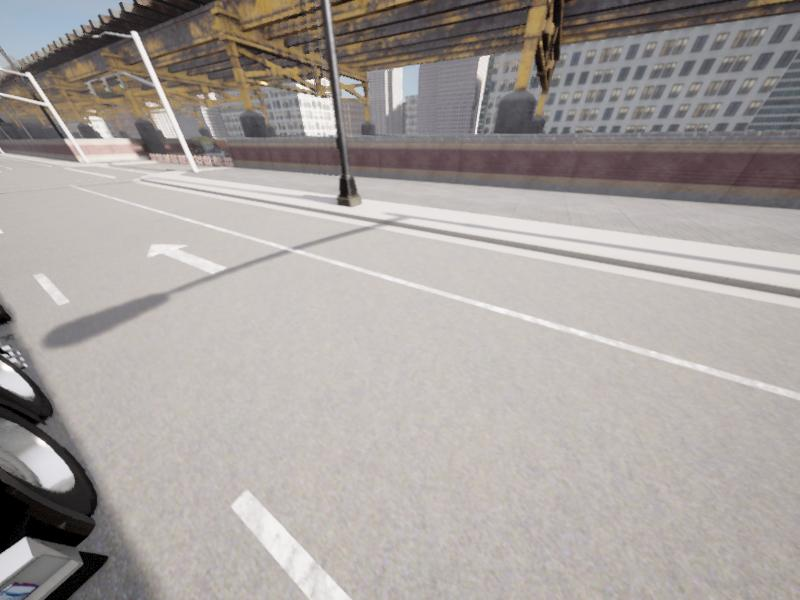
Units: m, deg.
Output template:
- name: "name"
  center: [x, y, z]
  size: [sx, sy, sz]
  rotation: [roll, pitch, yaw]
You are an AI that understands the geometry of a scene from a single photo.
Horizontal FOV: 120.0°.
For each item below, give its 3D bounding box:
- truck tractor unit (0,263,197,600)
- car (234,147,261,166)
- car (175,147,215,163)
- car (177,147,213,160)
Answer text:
- name: "truck tractor unit"
  center: [-5.113, -0.298, 0.782]
  size: [6.516, 4.208, 3.053]
  rotation: [18, 39, 24]
- name: "car"
  center: [-17.730, -16.722, 26.815]
  size: [2.038, 1.542, 4.974]
  rotation: [-19, 39, -25]
- name: "car"
  center: [-26.755, -19.157, 30.387]
  size: [2.038, 1.542, 4.974]
  rotation: [-10, 36, -13]
- name: "car"
  center: [-26.770, -19.315, 30.338]
  size: [1.853, 1.218, 4.536]
  rotation: [-10, 36, -13]
